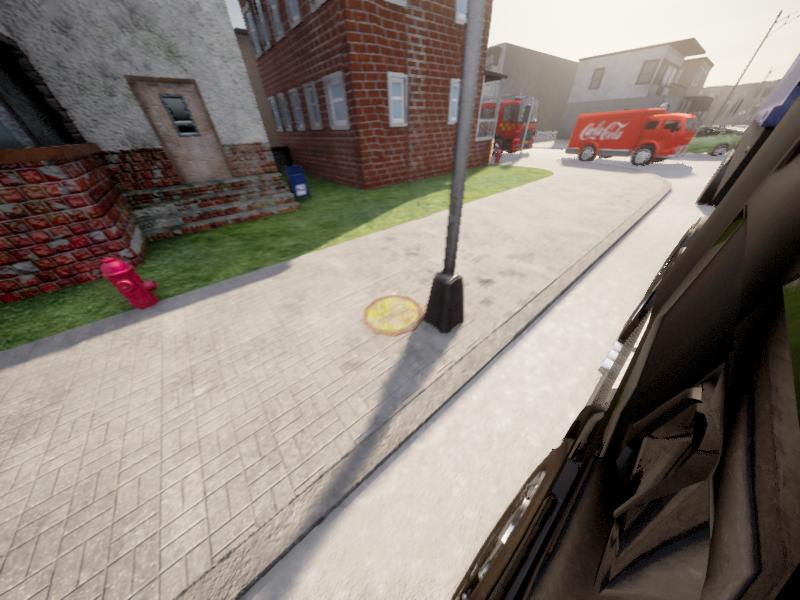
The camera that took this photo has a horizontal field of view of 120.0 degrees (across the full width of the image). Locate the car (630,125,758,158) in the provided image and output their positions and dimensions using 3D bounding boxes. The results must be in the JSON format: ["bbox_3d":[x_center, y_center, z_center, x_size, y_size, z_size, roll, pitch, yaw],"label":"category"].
[{"bbox_3d":[18.272,-10.107,14.741,4.514,1.525,2.007,7,38,13],"label":"car"}]

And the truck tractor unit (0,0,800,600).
[{"bbox_3d":[2.645,-0.295,0.351,6.516,4.208,3.053,-28,44,-30],"label":"truck tractor unit"}]

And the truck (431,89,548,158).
[{"bbox_3d":[6.739,-14.622,19.471,2.891,3.827,8.468,-28,44,-30],"label":"truck"}]

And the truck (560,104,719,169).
[{"bbox_3d":[12.965,-9.286,13.185,2.627,2.467,5.204,-20,40,-22],"label":"truck"}]

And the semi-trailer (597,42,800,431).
[{"bbox_3d":[8.702,-3.597,4.234,14.254,4.402,2.717,-28,44,-30],"label":"semi-trailer"}]
